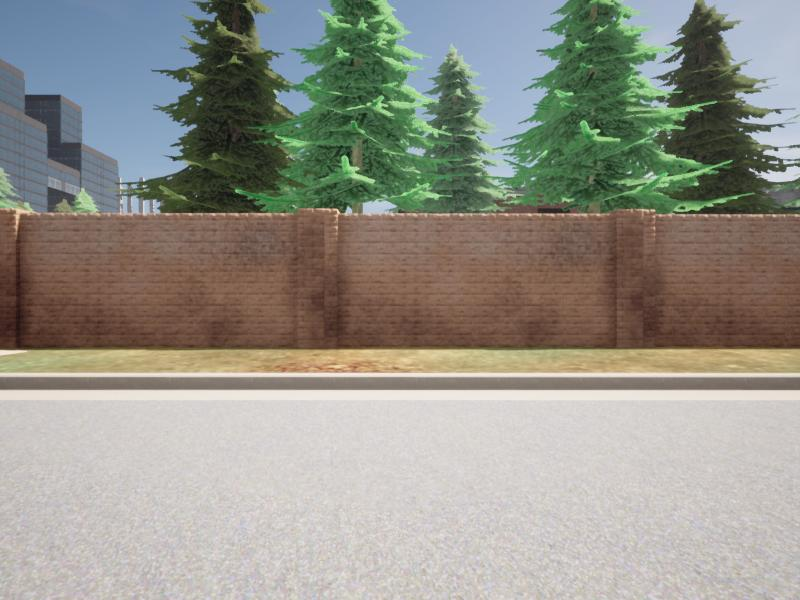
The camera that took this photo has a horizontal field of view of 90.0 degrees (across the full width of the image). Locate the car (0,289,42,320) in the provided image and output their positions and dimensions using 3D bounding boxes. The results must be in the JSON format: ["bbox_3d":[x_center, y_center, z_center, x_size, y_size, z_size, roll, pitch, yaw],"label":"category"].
[{"bbox_3d":[-20.329,0.227,19.843,1.845,1.501,3.633,0,0,0],"label":"car"}]

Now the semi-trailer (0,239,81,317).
[{"bbox_3d":[-23.834,-1.218,21.087,2.717,4.402,14.254,0,0,0],"label":"semi-trailer"}]
